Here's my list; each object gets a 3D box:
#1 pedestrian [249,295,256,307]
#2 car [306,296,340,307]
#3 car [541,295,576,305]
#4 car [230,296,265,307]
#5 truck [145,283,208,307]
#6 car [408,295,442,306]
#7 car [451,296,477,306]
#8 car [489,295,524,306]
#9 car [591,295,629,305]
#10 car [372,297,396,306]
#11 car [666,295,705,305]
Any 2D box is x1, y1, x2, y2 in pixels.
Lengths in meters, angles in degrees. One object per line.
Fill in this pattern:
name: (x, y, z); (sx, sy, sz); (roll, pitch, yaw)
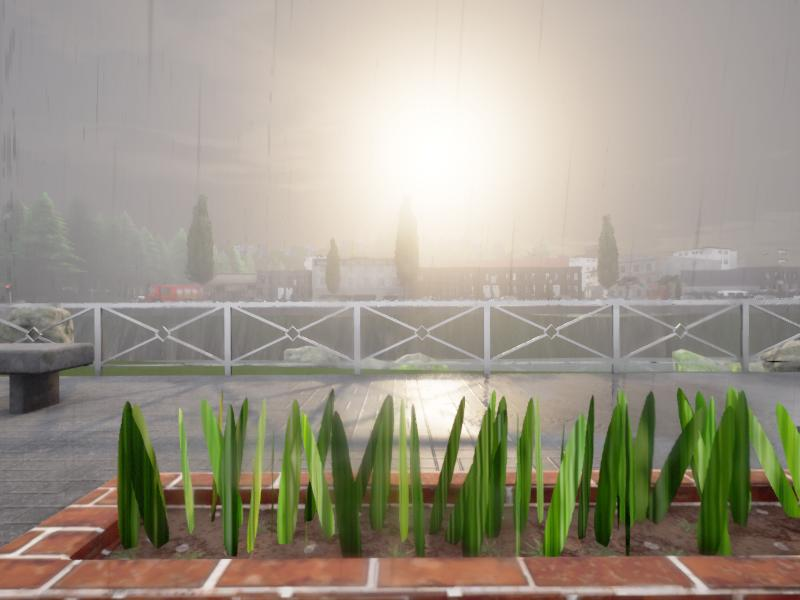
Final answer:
pedestrian: (-22.970, 0.131, 62.119); (0.751, 1.860, 0.751); (0, 0, 9)
car: (-12.343, 0.217, 64.343); (5.027, 1.651, 2.152); (0, 0, 0)
car: (25.452, 0.001, 64.389); (4.856, 1.649, 2.033); (0, 0, 0)
car: (-24.488, 0.279, 64.332); (4.856, 1.649, 2.033); (0, 0, 0)
truck: (-35.870, -0.758, 64.323); (8.468, 3.827, 2.891); (0, 0, 0)
car: (3.968, 0.119, 64.363); (5.238, 1.638, 1.930); (0, 0, 0)
car: (10.233, 0.168, 64.366); (3.806, 1.475, 1.970); (0, 0, 0)
car: (17.109, 0.048, 64.378); (5.238, 1.638, 1.930); (0, 0, 0)
car: (33.755, -0.016, 64.399); (4.974, 1.542, 2.038); (0, 0, 0)
car: (-2.500, 0.236, 64.350); (3.806, 1.475, 1.970); (0, 0, 0)
car: (45.893, -0.055, 64.412); (5.008, 1.535, 1.882); (0, 0, 0)
